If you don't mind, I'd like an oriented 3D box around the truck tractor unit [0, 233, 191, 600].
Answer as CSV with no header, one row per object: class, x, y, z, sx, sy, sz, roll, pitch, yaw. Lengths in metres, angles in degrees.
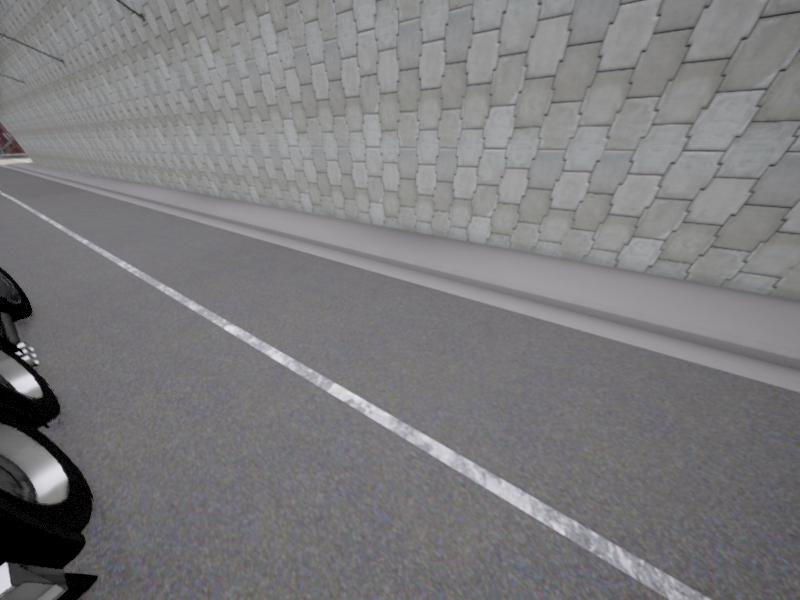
truck tractor unit,-5.058,-0.352,0.847,6.516,4.208,3.053,21,40,26
